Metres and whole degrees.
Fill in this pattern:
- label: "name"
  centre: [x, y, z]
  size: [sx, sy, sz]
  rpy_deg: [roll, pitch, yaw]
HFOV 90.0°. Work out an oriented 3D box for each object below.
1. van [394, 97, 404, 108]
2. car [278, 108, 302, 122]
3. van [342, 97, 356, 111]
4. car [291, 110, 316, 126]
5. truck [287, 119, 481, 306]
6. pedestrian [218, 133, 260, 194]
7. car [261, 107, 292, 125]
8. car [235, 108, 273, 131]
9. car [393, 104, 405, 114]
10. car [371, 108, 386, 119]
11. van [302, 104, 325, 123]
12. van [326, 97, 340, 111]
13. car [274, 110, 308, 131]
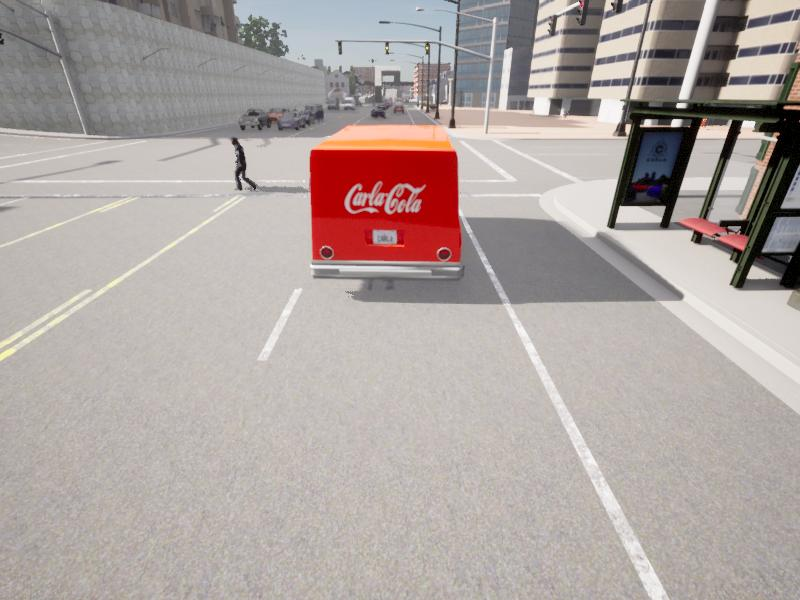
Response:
- label: "van"
  centre: [-0.240, -51.262, 103.894]
  size: [2.351, 2.431, 6.366]
  rpy_deg: [0, 27, 1]
- label: "car"
  centre: [-14.117, -23.874, 51.556]
  size: [1.816, 1.474, 4.193]
  rpy_deg: [0, 27, 0]
- label: "van"
  centre: [-10.699, -41.258, 84.233]
  size: [1.988, 2.561, 5.915]
  rpy_deg: [0, 27, 0]
- label: "car"
  centre: [-10.604, -20.241, 44.414]
  size: [1.845, 1.501, 3.633]
  rpy_deg: [0, 27, 0]
- label: "truck"
  centre: [-0.125, -2.224, 8.281]
  size: [2.627, 2.467, 5.204]
  rpy_deg: [1, 28, 2]
- label: "pedestrian"
  centre: [-5.435, -4.640, 13.584]
  size: [0.751, 1.860, 0.751]
  rpy_deg: [3, 27, 5]
- label: "car"
  centre: [-14.106, -21.143, 45.881]
  size: [2.097, 1.767, 4.553]
  rpy_deg: [0, 27, 0]
- label: "car"
  centre: [-14.090, -17.660, 39.000]
  size: [1.932, 1.855, 4.605]
  rpy_deg: [0, 27, 0]
- label: "car"
  centre: [-0.169, -34.996, 73.259]
  size: [2.007, 1.525, 4.514]
  rpy_deg: [0, 27, 0]
- label: "car"
  centre: [-3.198, -27.332, 58.493]
  size: [1.895, 1.301, 4.718]
  rpy_deg: [-3, 27, -5]
- label: "van"
  centre: [-10.612, -23.034, 49.354]
  size: [1.775, 1.987, 4.442]
  rpy_deg: [0, 27, 0]
- label: "van"
  centre: [-14.200, -41.554, 84.809]
  size: [1.988, 2.561, 5.915]
  rpy_deg: [0, 27, 0]
- label: "car"
  centre: [-10.590, -17.638, 39.234]
  size: [2.033, 1.649, 4.856]
  rpy_deg: [0, 27, 0]
